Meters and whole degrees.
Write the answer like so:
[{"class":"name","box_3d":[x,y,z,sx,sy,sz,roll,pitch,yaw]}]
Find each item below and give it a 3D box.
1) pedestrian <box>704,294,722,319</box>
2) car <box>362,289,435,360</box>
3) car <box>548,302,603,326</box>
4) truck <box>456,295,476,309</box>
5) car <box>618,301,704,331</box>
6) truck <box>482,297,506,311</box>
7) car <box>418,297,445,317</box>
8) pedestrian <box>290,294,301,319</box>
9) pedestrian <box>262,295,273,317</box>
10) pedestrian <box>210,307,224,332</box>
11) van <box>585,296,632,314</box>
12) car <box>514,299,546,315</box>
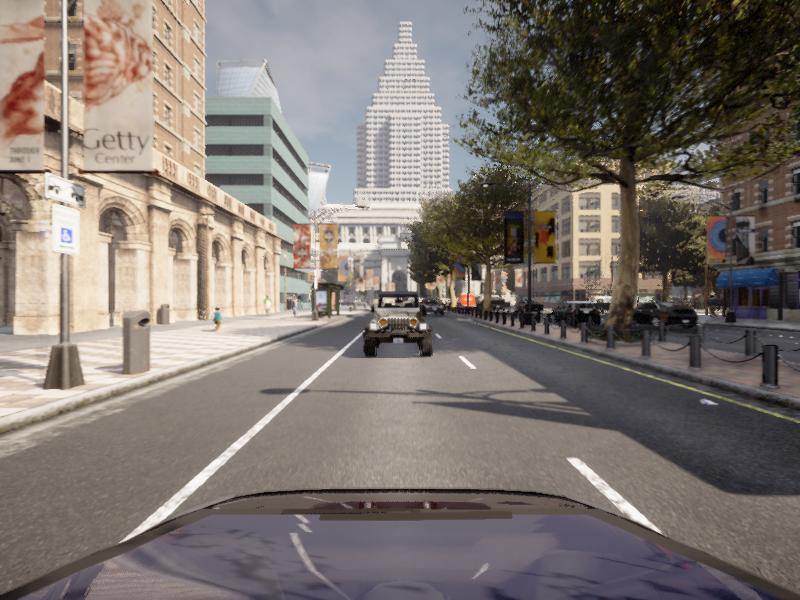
[{"class":"pedestrian","box_3d":[23.593,0.483,30.166,0.751,1.860,0.751,0,0,-9]},{"class":"car","box_3d":[-0.049,0.645,12.467,1.905,1.878,3.866,0,0,0]},{"class":"car","box_3d":[11.418,0.851,26.316,1.970,1.475,3.806,0,0,0]},{"class":"truck","box_3d":[11.303,0.348,69.081,2.627,2.467,5.204,0,0,0]},{"class":"car","box_3d":[14.925,0.844,23.289,1.837,1.490,4.892,0,0,0]},{"class":"truck","box_3d":[14.816,0.539,63.552,2.390,2.098,6.274,0,0,0]},{"class":"car","box_3d":[3.082,0.650,39.819,1.932,1.855,4.605,0,0,-4]},{"class":"pedestrian","box_3d":[-7.933,0.483,30.360,0.751,1.860,0.751,0,0,-7]},{"class":"pedestrian","box_3d":[-11.181,0.483,33.747,0.751,1.860,0.751,0,0,-5]},{"class":"pedestrian","box_3d":[-8.302,0.864,18.153,0.500,1.100,0.500,0,0,-13]},{"class":"van","box_3d":[24.852,0.571,47.820,4.480,2.038,2.069,0,0,5]},{"class":"car","box_3d":[14.862,0.768,46.090,1.930,1.638,5.238,0,0,0]}]
